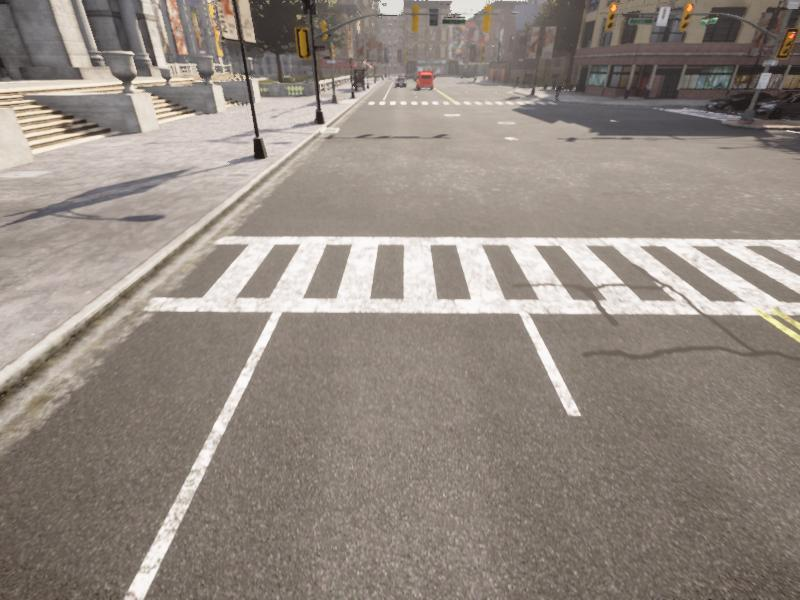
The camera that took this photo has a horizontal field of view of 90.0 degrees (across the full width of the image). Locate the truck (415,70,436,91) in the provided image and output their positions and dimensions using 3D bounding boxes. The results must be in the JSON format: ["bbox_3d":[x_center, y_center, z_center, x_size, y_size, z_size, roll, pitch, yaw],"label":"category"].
[{"bbox_3d":[3.638,-31.501,57.393,2.627,2.467,5.204,0,30,0],"label":"truck"}]

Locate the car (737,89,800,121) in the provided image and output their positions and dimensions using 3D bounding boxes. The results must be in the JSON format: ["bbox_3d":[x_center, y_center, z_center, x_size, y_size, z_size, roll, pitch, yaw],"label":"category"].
[{"bbox_3d":[25.601,-12.835,26.291,4.611,1.667,2.242,0,30,0],"label":"car"}]

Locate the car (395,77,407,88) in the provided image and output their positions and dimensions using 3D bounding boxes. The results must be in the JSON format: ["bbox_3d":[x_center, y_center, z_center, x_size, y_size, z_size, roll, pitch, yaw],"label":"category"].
[{"bbox_3d":[0.153,-34.653,63.765,1.970,1.475,3.806,0,30,0],"label":"car"}]

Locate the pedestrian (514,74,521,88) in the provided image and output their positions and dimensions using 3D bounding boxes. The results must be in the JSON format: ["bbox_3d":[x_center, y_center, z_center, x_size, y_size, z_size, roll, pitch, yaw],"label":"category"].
[{"bbox_3d":[18.717,-34.838,63.659,0.751,1.860,0.751,0,30,0],"label":"pedestrian"}]

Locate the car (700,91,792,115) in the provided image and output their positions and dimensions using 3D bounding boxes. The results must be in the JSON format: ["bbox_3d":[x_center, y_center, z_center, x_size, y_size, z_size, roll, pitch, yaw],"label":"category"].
[{"bbox_3d":[25.310,-14.532,29.414,4.674,1.442,1.812,1,30,1],"label":"car"}]

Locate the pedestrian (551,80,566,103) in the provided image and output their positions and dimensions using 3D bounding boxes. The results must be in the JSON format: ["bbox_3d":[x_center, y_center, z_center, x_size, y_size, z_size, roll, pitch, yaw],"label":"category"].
[{"bbox_3d":[14.918,-19.615,37.639,0.751,1.860,0.751,-3,30,-5],"label":"pedestrian"}]
